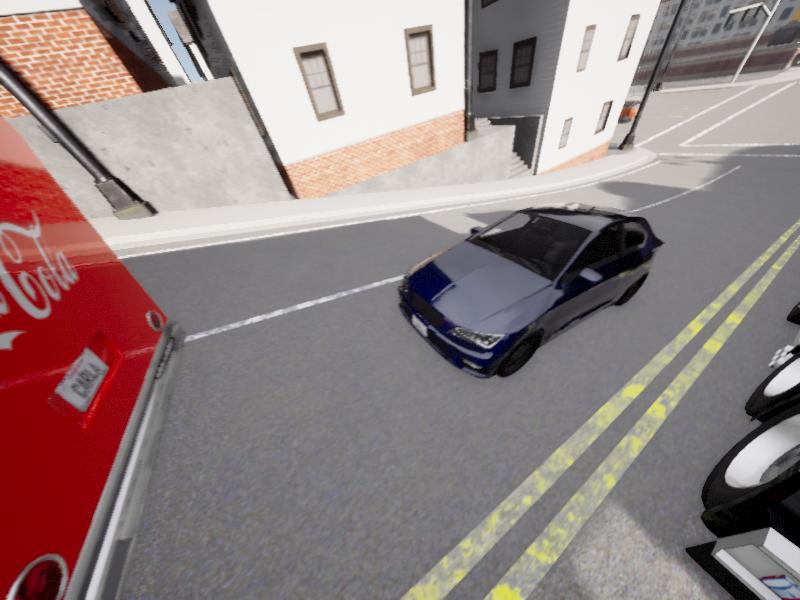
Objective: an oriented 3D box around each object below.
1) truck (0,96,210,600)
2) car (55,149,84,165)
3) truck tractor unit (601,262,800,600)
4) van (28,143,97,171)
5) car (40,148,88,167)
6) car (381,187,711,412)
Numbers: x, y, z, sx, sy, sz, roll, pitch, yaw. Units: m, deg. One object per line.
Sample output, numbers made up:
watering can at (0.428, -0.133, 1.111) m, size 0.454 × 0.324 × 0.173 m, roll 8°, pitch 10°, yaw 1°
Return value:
truck at (-4.024, 1.066, 0.252) m, size 5.204 × 2.467 × 2.627 m, roll -18°, pitch 39°, yaw -25°
car at (-53.248, -22.940, 37.205) m, size 3.988 × 1.617 × 1.851 m, roll 17°, pitch 51°, yaw 30°
truck tractor unit at (5.134, -0.271, 0.797) m, size 6.516 × 4.208 × 3.053 m, roll -17°, pitch 40°, yaw -25°
van at (-57.868, -24.724, 39.824) m, size 2.351 × 2.431 × 6.366 m, roll 4°, pitch 45°, yaw 19°
car at (-48.242, -20.572, 33.345) m, size 2.038 × 1.542 × 4.974 m, roll -28°, pitch 43°, yaw -15°
car at (2.038, -0.531, 3.400) m, size 4.193 × 1.474 × 1.816 m, roll -18°, pitch 40°, yaw -24°
